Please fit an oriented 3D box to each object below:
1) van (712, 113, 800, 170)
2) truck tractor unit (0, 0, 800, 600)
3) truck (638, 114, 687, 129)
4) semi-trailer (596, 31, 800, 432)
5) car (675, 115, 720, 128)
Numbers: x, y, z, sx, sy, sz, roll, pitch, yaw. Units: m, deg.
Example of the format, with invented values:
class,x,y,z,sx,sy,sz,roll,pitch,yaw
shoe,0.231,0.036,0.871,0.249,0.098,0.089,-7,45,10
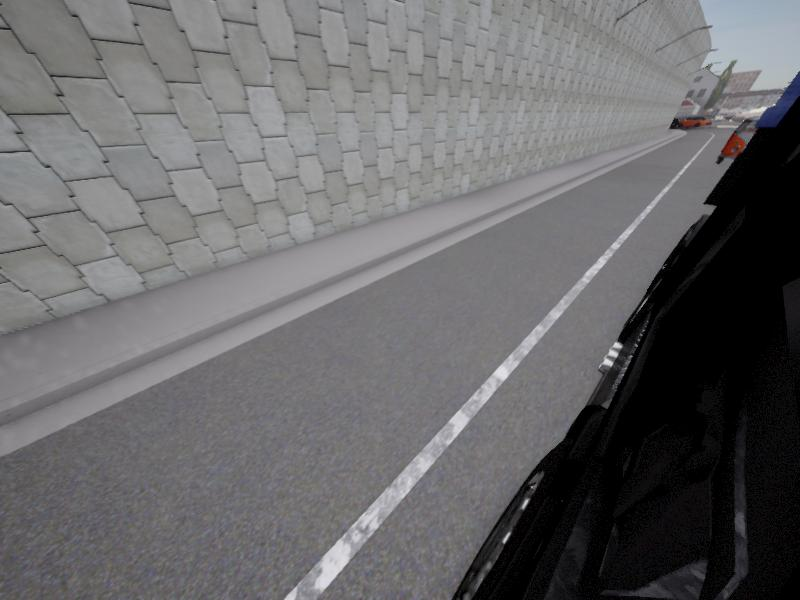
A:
class,x,y,z,sx,sy,sz,roll,pitch,yaw
van,17.903,-8.047,11.621,4.442,1.987,1.775,-29,44,-31
truck tractor unit,2.645,-0.295,0.351,6.516,4.208,3.053,-28,44,-30
truck,50.694,-34.606,44.919,2.390,2.098,6.274,-1,37,2
semi-trailer,8.780,-3.546,4.149,14.254,4.402,2.717,-27,43,-29
car,53.994,-32.433,42.086,2.097,1.767,4.553,-3,37,0
